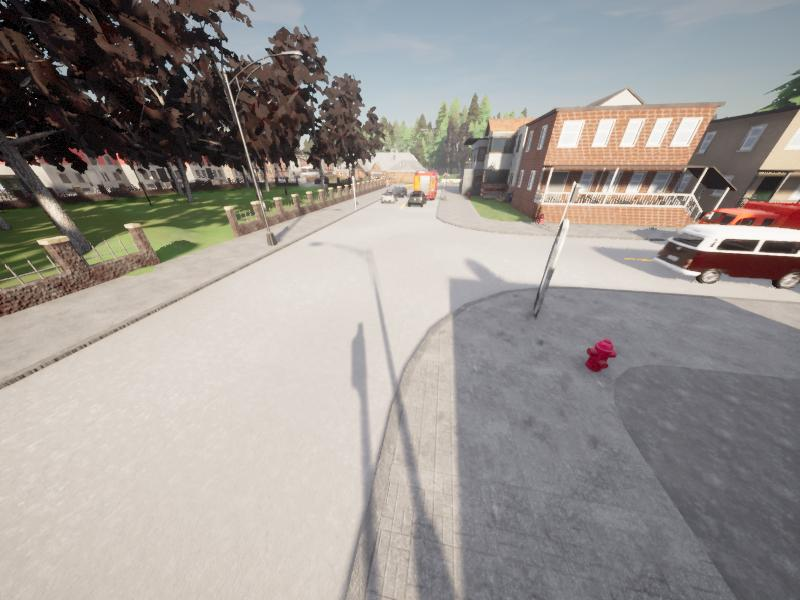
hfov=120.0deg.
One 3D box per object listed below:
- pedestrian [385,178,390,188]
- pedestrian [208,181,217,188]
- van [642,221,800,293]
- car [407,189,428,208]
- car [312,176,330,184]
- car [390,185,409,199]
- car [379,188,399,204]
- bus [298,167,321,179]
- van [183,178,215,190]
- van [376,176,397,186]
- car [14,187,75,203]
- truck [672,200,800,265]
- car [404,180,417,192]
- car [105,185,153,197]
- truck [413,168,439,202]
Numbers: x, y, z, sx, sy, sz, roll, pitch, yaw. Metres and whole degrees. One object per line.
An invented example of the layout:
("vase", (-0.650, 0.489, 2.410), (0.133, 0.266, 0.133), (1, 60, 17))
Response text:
("pedestrian", (-2.626, -24.636, 48.561), (0.751, 1.860, 0.751), (5, 30, 9))
("pedestrian", (-38.563, -23.673, 47.453), (0.751, 1.300, 0.751), (5, 30, 9))
("van", (13.301, -1.766, 9.026), (4.480, 2.038, 2.069), (5, 30, 9))
("car", (2.108, -12.004, 27.190), (1.851, 1.617, 3.988), (7, 31, 12))
("car", (-20.713, -31.644, 60.888), (3.866, 1.878, 1.905), (5, 30, 9))
("car", (-0.005, -16.512, 35.211), (2.033, 1.411, 5.357), (5, 30, 8))
("car", (-1.281, -13.276, 29.471), (1.845, 1.501, 3.633), (4, 30, 7))
("bus", (-37.352, -53.063, 96.092), (3.944, 4.253, 10.273), (5, 30, 9))
("van", (-43.008, -24.941, 49.610), (2.069, 2.038, 4.480), (5, 30, 9))
("van", (-3.189, -28.234, 54.924), (4.442, 1.987, 1.775), (5, 30, 9))
("car", (-46.879, -13.929, 30.584), (1.789, 1.549, 3.705), (5, 31, 9))
("truck", (18.389, -3.423, 11.465), (5.204, 2.467, 2.627), (6, 31, 11))
("car", (2.152, -22.203, 44.882), (1.801, 1.575, 5.366), (5, 30, 9))
("car", (-45.237, -18.381, 38.779), (1.837, 1.490, 4.892), (5, 30, 9))
("truck", (3.886, -16.816, 33.308), (2.891, 3.827, 8.468), (5, 30, 9))
